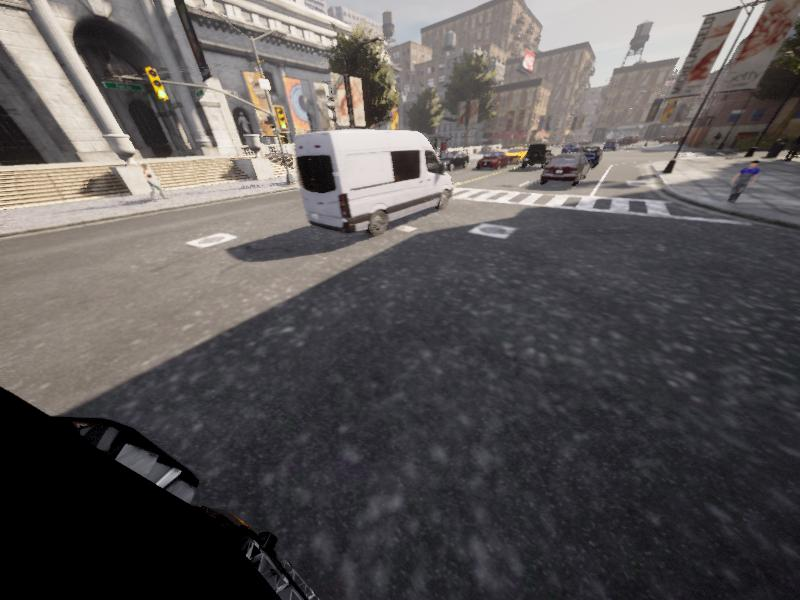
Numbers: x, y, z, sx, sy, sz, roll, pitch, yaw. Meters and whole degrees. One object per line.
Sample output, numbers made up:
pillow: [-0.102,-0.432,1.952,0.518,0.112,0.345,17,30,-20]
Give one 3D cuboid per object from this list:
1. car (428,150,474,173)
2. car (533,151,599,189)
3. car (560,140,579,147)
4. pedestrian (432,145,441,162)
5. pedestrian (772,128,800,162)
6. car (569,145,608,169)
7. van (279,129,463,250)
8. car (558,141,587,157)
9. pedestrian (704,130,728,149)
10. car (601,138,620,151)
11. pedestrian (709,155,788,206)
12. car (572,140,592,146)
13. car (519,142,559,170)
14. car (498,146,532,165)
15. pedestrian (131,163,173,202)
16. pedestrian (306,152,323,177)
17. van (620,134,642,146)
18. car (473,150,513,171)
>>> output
car: [5.055,-13.579,22.556,2.128,1.511,4.902,23,41,33]
car: [9.735,-7.673,13.428,2.033,1.411,5.357,23,41,33]
car: [45.590,-42.050,62.117,4.674,1.452,2.002,-20,37,-24]
pedestrian: [4.930,-19.735,31.171,0.751,1.860,0.751,22,41,33]
pedestrian: [26.058,-10.154,15.117,0.751,1.860,0.751,-2,34,1]
car: [16.284,-12.394,19.920,1.816,1.474,4.193,23,41,33]
van: [-0.304,-4.045,7.747,1.988,2.561,5.915,23,42,33]
car: [24.243,-21.230,32.415,2.152,1.651,5.027,23,41,33]
pedestrian: [39.126,-19.846,28.624,0.751,1.860,0.751,6,35,13]
car: [35.895,-26.447,39.333,1.851,1.617,3.988,22,41,33]
pedestrian: [10.748,-3.719,7.179,0.751,1.300,0.751,-18,37,-21]
car: [50.621,-43.691,64.315,4.718,1.301,1.895,-14,35,-16]
car: [12.391,-12.857,20.548,1.905,1.878,3.866,23,41,33]
car: [13.028,-16.341,26.045,1.882,1.535,5.008,21,41,32]
pedestrian: [-13.666,-6.488,12.766,0.751,1.860,0.751,22,41,33]
pedestrian: [-7.791,-12.350,21.098,0.751,1.860,0.751,16,38,26]
van: [51.265,-35.465,51.305,4.442,1.987,1.775,-22,38,-26]
car: [8.843,-13.174,21.776,1.994,1.385,4.181,22,41,32]
